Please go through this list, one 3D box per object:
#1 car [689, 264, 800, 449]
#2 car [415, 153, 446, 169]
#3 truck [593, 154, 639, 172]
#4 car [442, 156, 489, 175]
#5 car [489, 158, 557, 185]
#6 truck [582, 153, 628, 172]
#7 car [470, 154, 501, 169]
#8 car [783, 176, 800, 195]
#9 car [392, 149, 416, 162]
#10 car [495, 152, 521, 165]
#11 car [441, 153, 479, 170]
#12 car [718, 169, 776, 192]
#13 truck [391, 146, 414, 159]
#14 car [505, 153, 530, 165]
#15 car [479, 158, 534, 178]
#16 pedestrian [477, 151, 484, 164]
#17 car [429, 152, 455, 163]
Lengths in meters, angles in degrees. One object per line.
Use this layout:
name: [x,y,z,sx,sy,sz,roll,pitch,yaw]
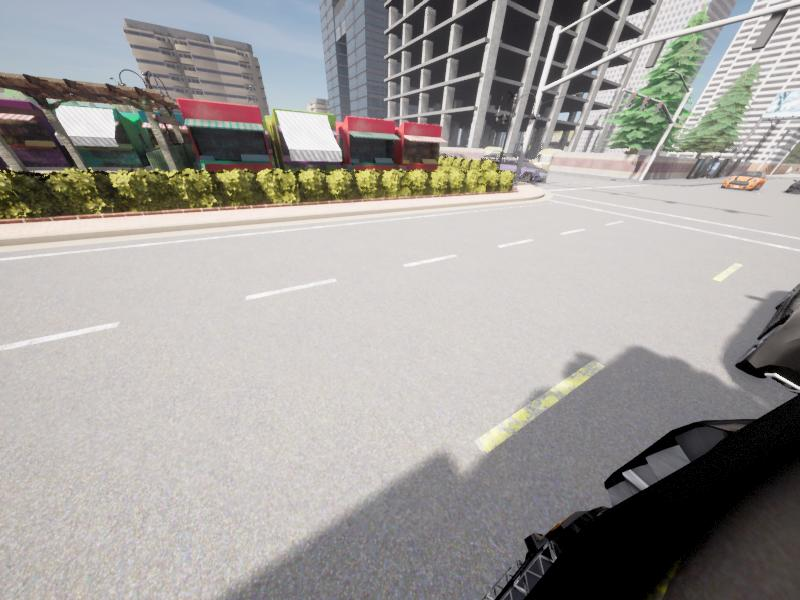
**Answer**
car: [6.040,0.331,2.550,4.902,1.511,2.128,-15,38,-25]
car: [3.963,-18.471,30.643,1.816,1.474,4.193,-16,38,-26]
truck: [40.803,-26.073,43.851,2.615,2.467,5.204,-15,38,-25]
car: [7.194,-15.215,25.982,2.163,1.488,4.792,-16,38,-26]
car: [10.807,-11.622,20.720,2.033,1.649,4.856,-16,37,-26]
truck: [37.048,-25.039,42.004,2.615,2.467,5.204,-15,38,-25]
car: [12.942,-21.216,35.351,1.851,1.617,3.988,-16,38,-26]
car: [39.913,-11.164,22.497,4.892,1.490,1.837,-15,38,-25]
car: [0.645,-25.801,41.276,1.930,1.638,5.238,-16,38,-26]
car: [21.126,-27.831,45.450,1.905,1.878,3.866,-15,38,-25]
car: [7.860,-18.537,30.866,2.242,1.667,4.611,-16,38,-26]
car: [35.166,-12.206,23.428,4.553,1.767,2.097,-15,38,-25]
truck: [0.516,-33.958,53.140,2.390,2.098,6.274,-16,38,-26]
car: [23.688,-28.536,46.710,1.905,1.878,3.866,-15,38,-25]
car: [11.576,-14.672,25.582,2.033,1.411,5.357,-16,38,-26]
pedestrian: [14.697,-26.006,42.156,0.751,1.860,0.751,4,34,2]
car: [7.670,-26.495,42.958,1.882,1.535,5.008,-16,38,-26]
